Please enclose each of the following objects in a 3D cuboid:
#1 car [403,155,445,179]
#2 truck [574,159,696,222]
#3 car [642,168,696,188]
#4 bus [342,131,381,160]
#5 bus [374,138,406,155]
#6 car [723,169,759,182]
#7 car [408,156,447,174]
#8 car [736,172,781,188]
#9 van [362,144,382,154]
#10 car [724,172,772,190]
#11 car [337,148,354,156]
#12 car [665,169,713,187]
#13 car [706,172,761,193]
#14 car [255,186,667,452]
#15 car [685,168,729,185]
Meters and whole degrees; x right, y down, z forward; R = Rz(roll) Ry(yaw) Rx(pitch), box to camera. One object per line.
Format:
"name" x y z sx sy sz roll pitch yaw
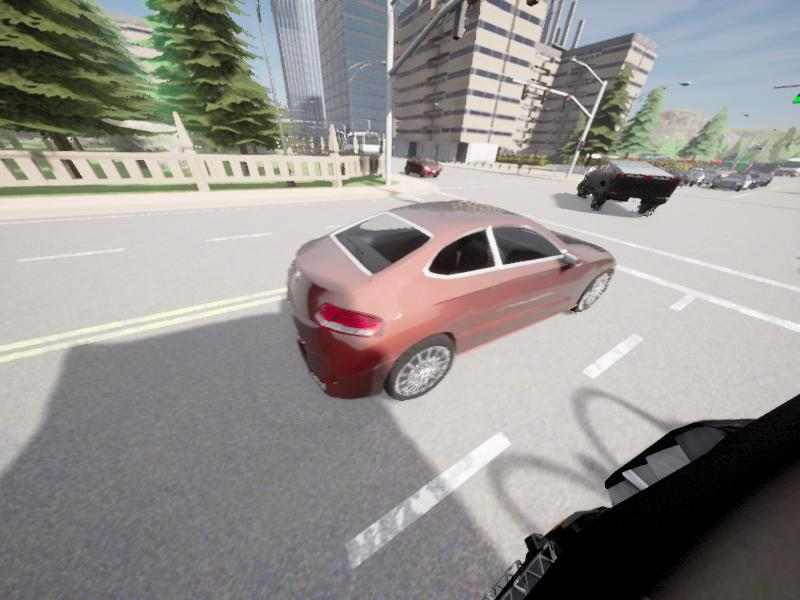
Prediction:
"car" 2.057 -12.379 21.420 1.851 1.617 3.988 -14 37 -24
"truck" 11.485 -6.065 12.154 2.390 2.098 6.274 17 36 19
"car" 27.480 -12.463 23.608 4.514 1.525 2.007 -15 37 -25
"bus" -7.820 -30.996 46.425 3.944 4.253 10.273 -16 38 -26
"bus" -3.438 -52.737 79.561 10.273 4.253 3.944 -16 38 -26
"car" 56.009 -20.496 37.986 4.611 1.667 2.242 -16 38 -26
"car" 2.975 -15.325 26.099 1.812 1.442 4.674 -16 38 -26
"car" 45.286 -15.225 29.193 4.902 1.511 2.128 -16 38 -26
"van" -9.723 -52.537 80.423 6.366 2.431 2.351 -16 38 -26
"car" 39.775 -13.672 26.398 4.514 1.525 2.007 -16 38 -26
"car" -12.887 -34.961 54.517 2.128 1.511 4.902 -16 38 -26
"car" 32.906 -13.959 26.292 4.974 1.542 2.038 -16 38 -26
"car" 33.734 -11.965 23.340 4.974 1.542 2.038 -16 38 -26
"car" 1.046 -0.529 3.394 5.027 1.651 2.152 -16 38 -26
"car" 38.926 -15.701 29.312 4.856 1.649 2.033 -16 38 -26
